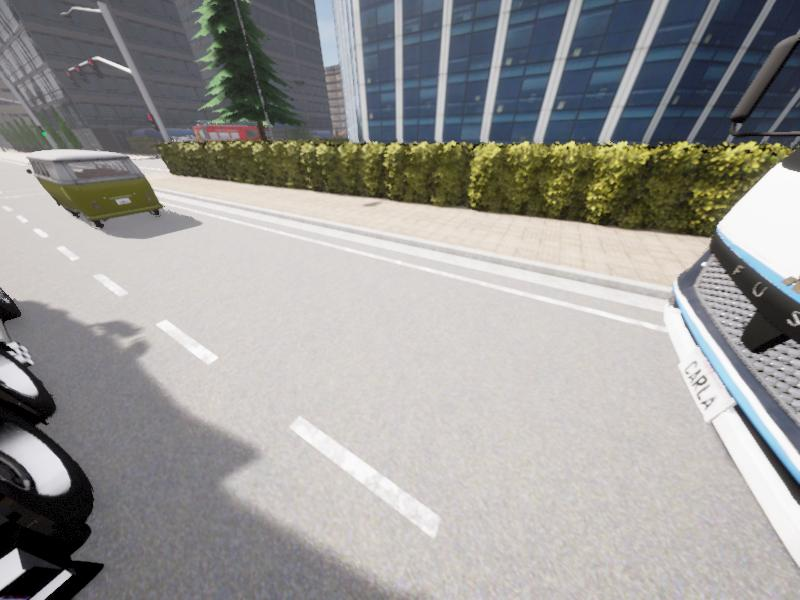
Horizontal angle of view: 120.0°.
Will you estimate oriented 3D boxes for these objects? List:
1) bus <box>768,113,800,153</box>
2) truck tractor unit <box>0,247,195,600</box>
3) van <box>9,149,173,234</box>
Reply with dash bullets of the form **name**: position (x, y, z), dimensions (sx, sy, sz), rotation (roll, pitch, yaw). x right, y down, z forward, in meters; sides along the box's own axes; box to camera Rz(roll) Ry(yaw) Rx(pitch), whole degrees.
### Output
- **bus**: position (53.875, -20.919, 28.745), dimensions (3.944, 4.253, 10.273), rotation (18, 40, 25)
- **truck tractor unit**: position (-5.085, -0.327, 0.805), dimensions (6.516, 4.208, 3.053), rotation (20, 40, 25)
- **van**: position (-10.259, -3.825, 7.744), dimensions (4.442, 1.987, 1.775), rotation (18, 39, 24)
